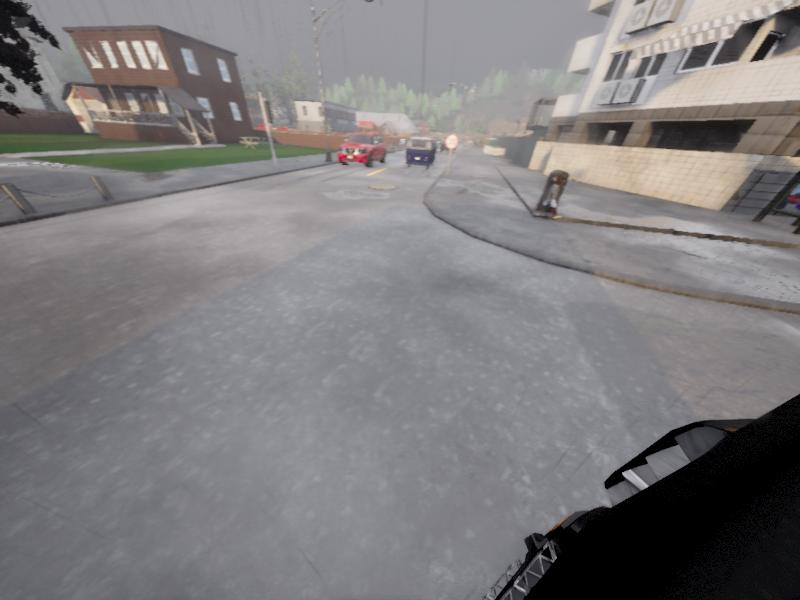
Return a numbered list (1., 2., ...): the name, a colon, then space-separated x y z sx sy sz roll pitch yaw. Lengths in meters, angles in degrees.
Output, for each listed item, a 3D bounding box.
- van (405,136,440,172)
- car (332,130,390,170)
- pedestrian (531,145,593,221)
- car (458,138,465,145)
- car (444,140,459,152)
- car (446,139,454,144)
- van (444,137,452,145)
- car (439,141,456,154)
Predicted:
1. van: 1.802 -11.398 17.854 1.775 1.987 4.442 11 36 10
2. car: -2.553 -11.138 17.058 2.150 2.045 5.566 11 36 10
3. pedestrian: 4.631 -3.414 6.789 0.751 1.860 0.751 16 38 16
4. car: 20.214 -52.219 76.073 1.905 1.878 3.866 11 36 10
5. car: 9.423 -28.162 42.160 2.163 1.488 4.792 11 36 10
6. car: 17.549 -55.480 80.746 2.033 1.411 5.357 11 36 10
7. van: 15.477 -51.083 73.981 1.775 1.987 4.442 11 36 10
8. car: 7.409 -23.701 35.796 1.837 1.490 4.892 11 36 10
